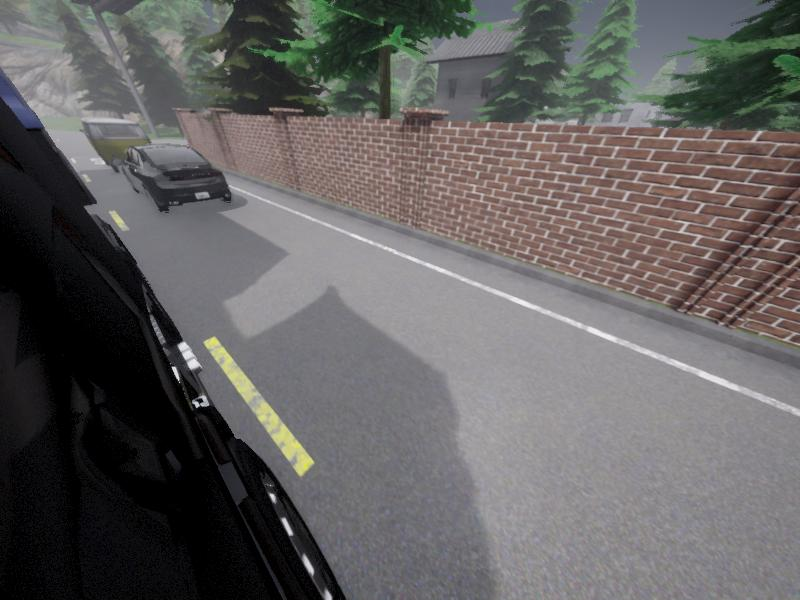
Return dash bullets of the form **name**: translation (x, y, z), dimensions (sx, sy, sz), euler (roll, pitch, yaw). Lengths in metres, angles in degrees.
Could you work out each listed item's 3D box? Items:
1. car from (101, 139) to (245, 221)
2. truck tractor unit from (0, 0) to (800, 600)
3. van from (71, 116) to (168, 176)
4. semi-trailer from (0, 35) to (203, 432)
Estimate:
- **car**: translation (-7.225, -4.028, 7.296), dimensions (4.892, 1.490, 1.837), euler (28, 43, 29)
- **truck tractor unit**: translation (-2.645, -0.295, 0.351), dimensions (6.516, 4.208, 3.053), euler (28, 44, 30)
- **van**: translation (-13.425, -7.476, 11.062), dimensions (4.442, 1.987, 1.775), euler (28, 43, 29)
- **semi-trailer**: translation (-8.757, -3.574, 4.156), dimensions (14.254, 4.402, 2.717), euler (28, 43, 29)
